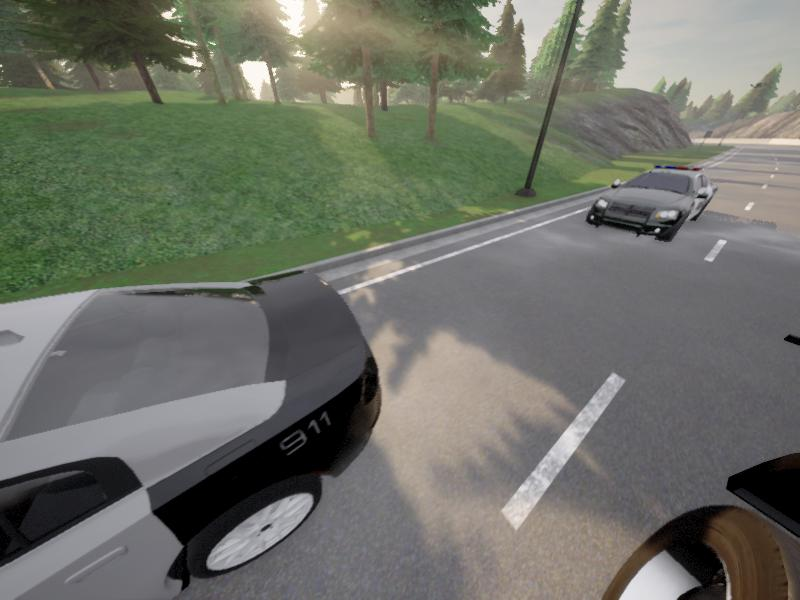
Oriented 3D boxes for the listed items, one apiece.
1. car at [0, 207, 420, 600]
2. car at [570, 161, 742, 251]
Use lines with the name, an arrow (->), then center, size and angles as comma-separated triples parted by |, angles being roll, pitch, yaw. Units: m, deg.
car -> -2.594, 1.054, 1.007 | 5.238, 1.638, 1.930 | -23, 41, -27
car -> 7.693, -3.096, 6.919 | 4.974, 1.542, 2.038 | -22, 41, -28
